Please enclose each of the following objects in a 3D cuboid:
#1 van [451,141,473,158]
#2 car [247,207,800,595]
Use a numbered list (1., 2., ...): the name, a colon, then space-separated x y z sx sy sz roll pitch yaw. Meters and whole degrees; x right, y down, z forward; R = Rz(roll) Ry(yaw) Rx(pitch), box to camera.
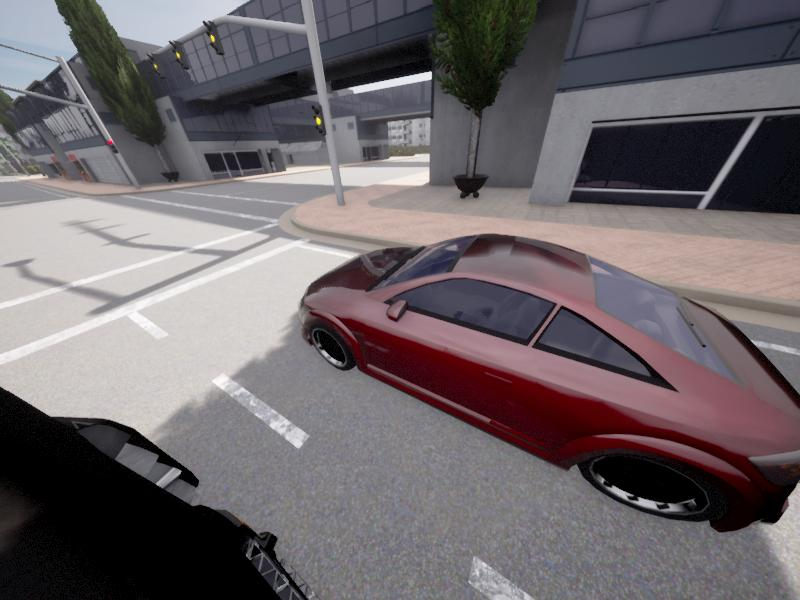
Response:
1. van: 11.978 -29.013 44.393 1.988 2.561 5.915 16 38 26
2. car: 0.773 0.071 2.537 4.181 1.385 1.994 16 38 26
